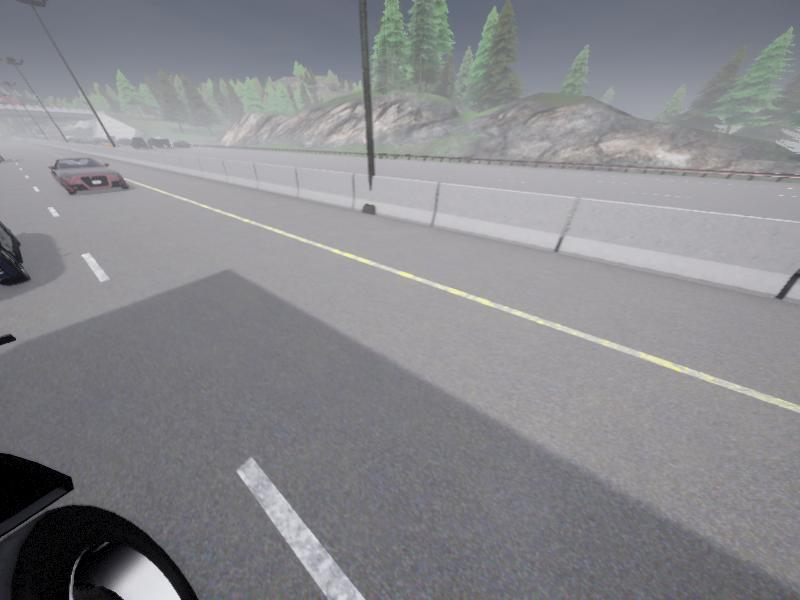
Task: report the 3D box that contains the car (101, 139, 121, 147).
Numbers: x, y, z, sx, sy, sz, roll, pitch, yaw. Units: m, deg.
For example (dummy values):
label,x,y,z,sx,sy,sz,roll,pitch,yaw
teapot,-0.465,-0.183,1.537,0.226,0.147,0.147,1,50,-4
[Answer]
label,x,y,z,sx,sy,sz,roll,pitch,yaw
car,-72.050,-39.184,57.593,4.514,1.525,2.007,22,41,28

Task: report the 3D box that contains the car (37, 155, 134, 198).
label,x,y,z,sx,sy,sz,roll,pitch,yaw
car,-15.466,-6.192,11.370,4.181,1.385,1.994,22,41,28

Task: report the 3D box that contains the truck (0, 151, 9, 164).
label,x,y,z,sx,sy,sz,roll,pitch,yaw
truck,-40.658,-14.469,21.931,5.204,2.467,2.627,22,41,28

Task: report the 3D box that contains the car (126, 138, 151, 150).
label,x,y,z,sx,sy,sz,roll,pitch,yaw
car,-52.195,-31.255,46.145,3.866,1.878,1.905,22,41,28

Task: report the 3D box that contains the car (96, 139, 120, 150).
label,x,y,z,sx,sy,sz,roll,pitch,yaw
car,-58.698,-31.320,46.450,5.366,1.575,1.801,22,41,28

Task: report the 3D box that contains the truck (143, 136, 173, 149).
label,x,y,z,sx,sy,sz,roll,pitch,yaw
truck,-51.346,-33.457,49.095,6.274,2.098,2.390,22,41,28

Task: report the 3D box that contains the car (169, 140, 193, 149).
label,x,y,z,sx,sy,sz,roll,pitch,yaw
car,-48.467,-34.505,51.116,4.902,1.511,2.128,22,41,28

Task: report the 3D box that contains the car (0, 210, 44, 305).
label,x,y,z,sx,sy,sz,roll,pitch,yaw
car,-8.801,-1.124,4.013,4.856,1.649,2.033,22,41,28
